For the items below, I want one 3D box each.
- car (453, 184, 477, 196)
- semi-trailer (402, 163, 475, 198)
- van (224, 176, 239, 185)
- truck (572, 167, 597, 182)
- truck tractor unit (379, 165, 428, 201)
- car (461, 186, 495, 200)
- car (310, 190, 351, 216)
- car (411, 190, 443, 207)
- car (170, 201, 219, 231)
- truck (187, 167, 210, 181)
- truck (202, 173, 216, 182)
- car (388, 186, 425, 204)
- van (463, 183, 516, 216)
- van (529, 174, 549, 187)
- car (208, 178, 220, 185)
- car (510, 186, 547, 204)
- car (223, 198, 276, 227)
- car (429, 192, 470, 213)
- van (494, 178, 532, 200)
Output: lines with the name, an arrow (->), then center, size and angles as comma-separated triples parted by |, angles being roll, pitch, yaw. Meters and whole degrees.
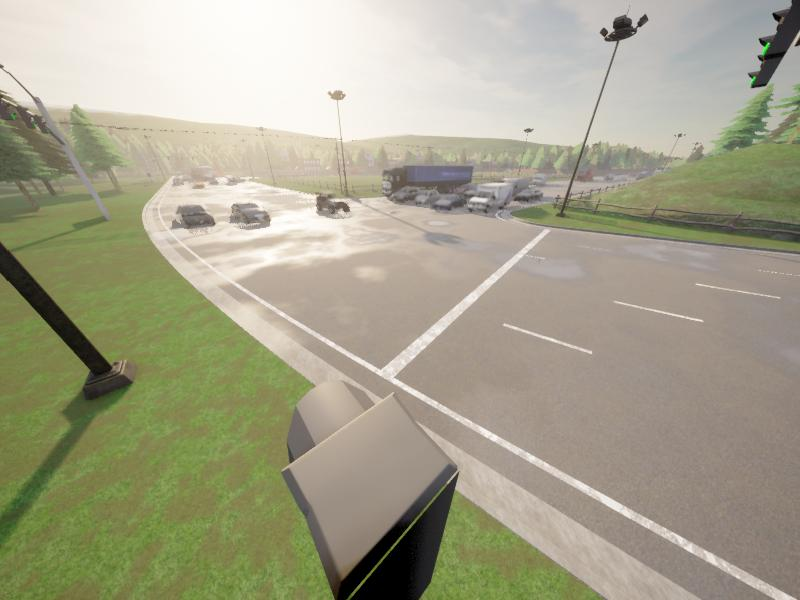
car -> 10.579, -17.884, 37.454 | 3.633, 1.501, 1.845 | -23, 37, -34
semi-trailer -> 6.612, -19.756, 37.800 | 14.254, 4.402, 2.717 | -23, 37, -34
van -> -42.351, -30.111, 58.124 | 2.069, 2.038, 4.480 | -22, 36, -33
truck -> 55.855, -37.896, 69.819 | 8.468, 3.827, 2.891 | -23, 37, -34
truck tractor unit -> 0.595, -17.081, 33.402 | 6.516, 4.208, 3.053 | -24, 37, -35
car -> 11.646, -15.990, 34.307 | 5.357, 1.411, 2.033 | -23, 37, -34
car -> -6.918, -9.740, 22.984 | 3.866, 1.878, 1.905 | 25, 38, 36
car -> 3.255, -12.202, 27.612 | 1.845, 1.501, 3.633 | 24, 38, 35
car -> -16.197, -6.707, 18.129 | 4.892, 1.490, 1.837 | 25, 39, 37
truck -> -66.381, -41.682, 76.369 | 2.891, 3.827, 8.468 | -12, 32, -20
truck -> -60.693, -38.946, 73.358 | 2.390, 2.098, 6.274 | -17, 34, -27
car -> 0.853, -13.617, 29.920 | 2.242, 1.667, 4.611 | 25, 38, 36
van -> 9.346, -10.580, 23.904 | 2.351, 2.431, 6.366 | 24, 38, 36
van -> 32.817, -28.247, 54.505 | 2.351, 2.431, 6.366 | 21, 36, 32
car -> -47.467, -30.228, 58.887 | 1.816, 1.474, 4.193 | -22, 37, -33
car -> 16.785, -13.682, 30.062 | 5.238, 1.638, 1.930 | -23, 37, -34
car -> -12.717, -7.484, 19.457 | 4.902, 1.511, 2.128 | 25, 38, 36
car -> 5.434, -10.607, 24.984 | 2.033, 1.411, 5.357 | 20, 36, 31
van -> 16.514, -16.246, 33.609 | 5.915, 2.561, 1.988 | -23, 37, -34
